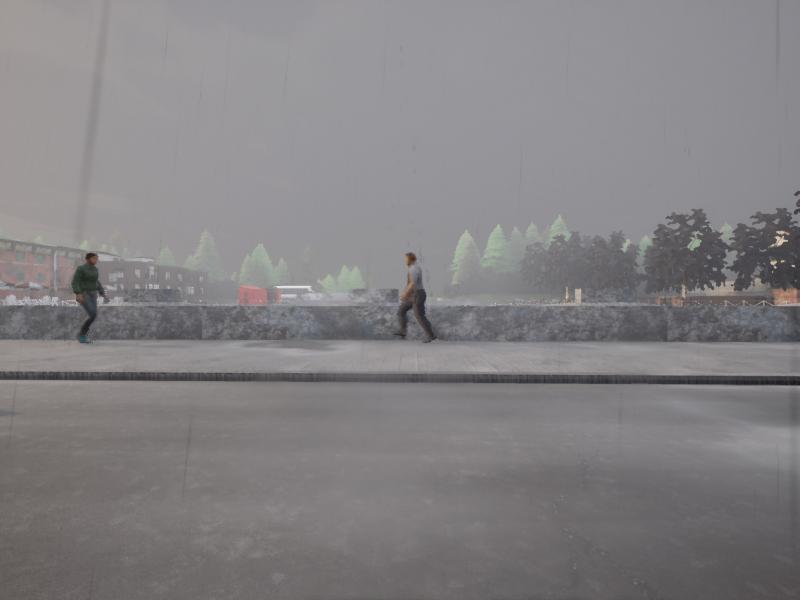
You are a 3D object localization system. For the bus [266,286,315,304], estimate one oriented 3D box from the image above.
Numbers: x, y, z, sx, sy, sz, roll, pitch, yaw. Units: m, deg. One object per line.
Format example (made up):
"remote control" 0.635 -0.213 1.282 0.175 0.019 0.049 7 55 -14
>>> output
"bus" -25.565 -1.139 93.922 10.273 4.253 3.944 0 0 2

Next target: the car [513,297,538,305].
"car" 27.586 0.168 88.295 4.856 1.649 2.033 0 0 2

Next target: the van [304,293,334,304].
"van" -18.107 -0.227 89.794 6.366 2.431 2.351 0 0 2

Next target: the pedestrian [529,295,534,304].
"pedestrian" 27.472 -0.067 83.409 0.751 1.860 0.751 0 0 -4

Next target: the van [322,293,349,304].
"van" -15.112 -0.300 93.704 5.915 2.561 1.988 0 0 2

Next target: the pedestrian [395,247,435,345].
"pedestrian" 0.298 -0.067 7.979 0.751 1.860 0.751 0 0 2

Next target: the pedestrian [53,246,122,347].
"pedestrian" -6.098 -0.067 7.843 0.751 1.860 0.751 0 0 7
